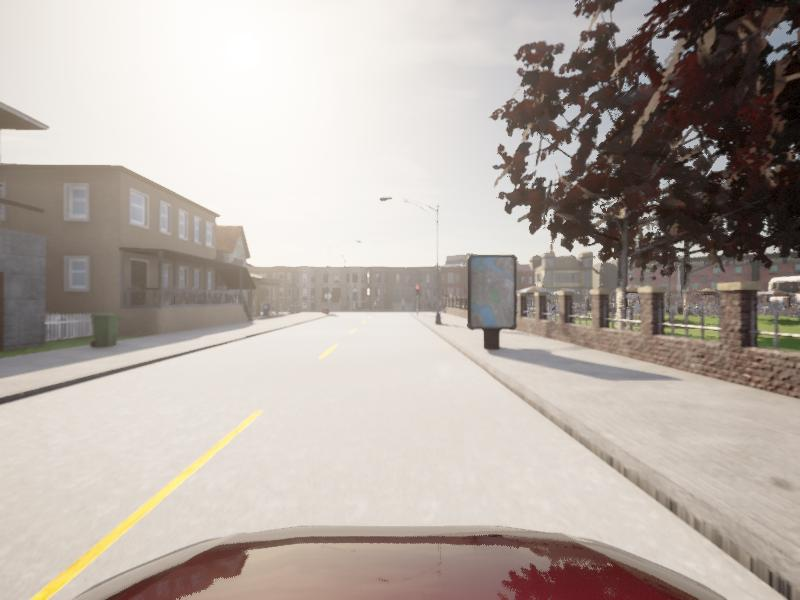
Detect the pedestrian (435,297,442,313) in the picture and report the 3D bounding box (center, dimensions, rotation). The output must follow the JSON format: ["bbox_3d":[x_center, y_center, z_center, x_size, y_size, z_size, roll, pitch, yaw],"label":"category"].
[{"bbox_3d":[4.467,0.536,46.099,0.751,1.860,0.751,0,0,10],"label":"pedestrian"}]

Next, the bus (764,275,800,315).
[{"bbox_3d":[44.444,-0.522,41.435,3.944,4.253,10.273,0,0,-1],"label":"bus"}]

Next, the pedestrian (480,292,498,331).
[{"bbox_3d":[4.362,0.538,19.622,0.751,1.860,0.751,0,0,1],"label":"pedestrian"}]

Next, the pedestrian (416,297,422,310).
[{"bbox_3d":[2.929,0.549,60.872,0.751,1.860,0.751,0,0,-5],"label":"pedestrian"}]

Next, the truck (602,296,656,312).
[{"bbox_3d":[32.250,0.549,56.394,6.274,2.098,2.390,0,0,-1],"label":"truck"}]

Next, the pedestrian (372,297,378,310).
[{"bbox_3d":[-3.684,0.549,58.476,0.751,1.860,0.751,0,0,2],"label":"pedestrian"}]
